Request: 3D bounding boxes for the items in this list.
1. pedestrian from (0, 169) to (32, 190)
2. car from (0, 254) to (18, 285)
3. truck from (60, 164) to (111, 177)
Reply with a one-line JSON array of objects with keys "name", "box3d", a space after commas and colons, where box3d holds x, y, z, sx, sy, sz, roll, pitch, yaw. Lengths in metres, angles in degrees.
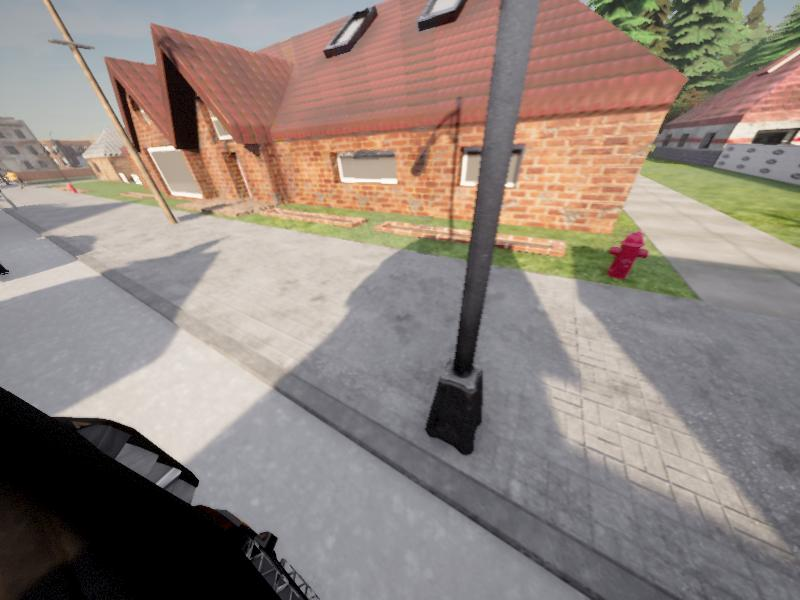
[{"name": "pedestrian", "box3d": [-39.910, -12.543, 24.026, 0.751, 1.860, 0.751, -26, 40, -31]}, {"name": "car", "box3d": [-11.488, -1.243, 5.328, 5.008, 1.535, 1.882, 16, 38, 26]}, {"name": "truck", "box3d": [-71.108, -29.496, 52.408, 2.390, 2.098, 6.274, 16, 38, 26]}]
